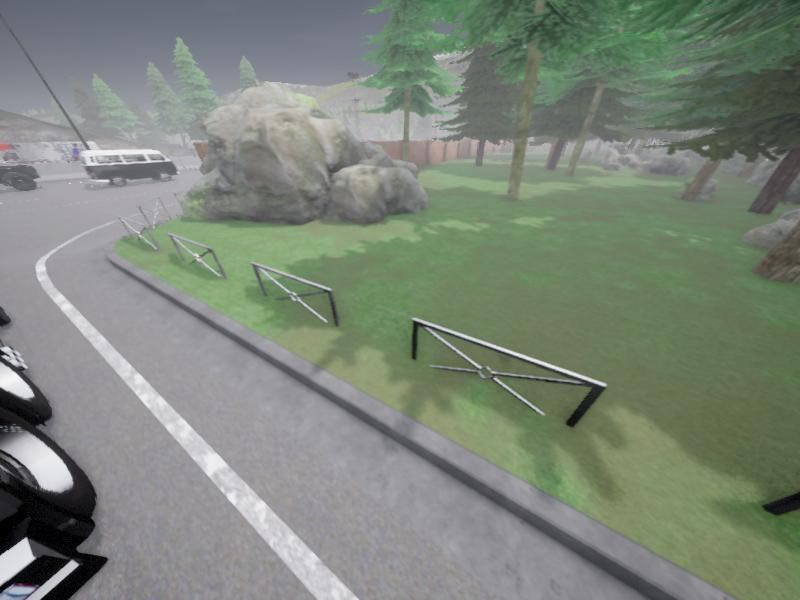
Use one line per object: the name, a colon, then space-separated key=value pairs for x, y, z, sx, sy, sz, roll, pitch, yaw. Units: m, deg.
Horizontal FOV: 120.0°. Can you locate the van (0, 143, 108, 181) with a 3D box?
van: x=-31.384 y=-12.293 z=20.252 sx=2.351 sy=2.431 sz=6.366 roll=18 pitch=39 yaw=24

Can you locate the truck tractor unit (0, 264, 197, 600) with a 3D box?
truck tractor unit: x=-5.112 y=-0.298 z=0.789 sx=6.516 sy=4.208 sz=3.053 roll=18 pitch=39 yaw=24

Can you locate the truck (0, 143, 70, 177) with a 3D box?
truck: x=-35.038 y=-12.644 z=20.782 sx=2.627 sy=2.467 sz=5.204 roll=18 pitch=38 yaw=24

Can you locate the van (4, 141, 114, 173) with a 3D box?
van: x=-36.215 y=-15.562 z=24.908 sx=1.988 sy=2.561 sz=5.915 roll=18 pitch=39 yaw=24

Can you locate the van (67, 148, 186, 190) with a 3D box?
van: x=-18.361 y=-9.111 z=15.877 sx=2.069 sy=2.038 sz=4.480 roll=18 pitch=39 yaw=24

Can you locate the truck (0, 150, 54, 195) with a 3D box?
truck: x=-24.735 y=-6.709 z=12.439 sx=2.390 sy=2.098 sz=6.274 roll=18 pitch=39 yaw=24
